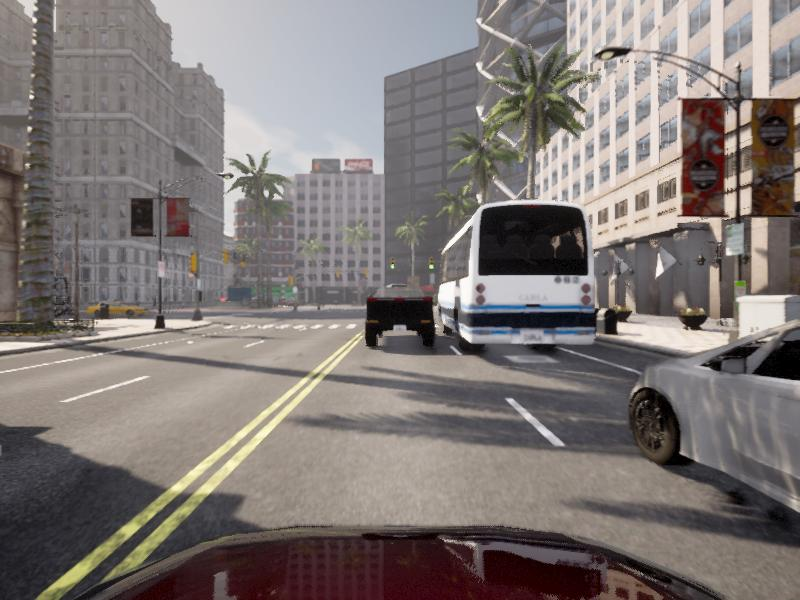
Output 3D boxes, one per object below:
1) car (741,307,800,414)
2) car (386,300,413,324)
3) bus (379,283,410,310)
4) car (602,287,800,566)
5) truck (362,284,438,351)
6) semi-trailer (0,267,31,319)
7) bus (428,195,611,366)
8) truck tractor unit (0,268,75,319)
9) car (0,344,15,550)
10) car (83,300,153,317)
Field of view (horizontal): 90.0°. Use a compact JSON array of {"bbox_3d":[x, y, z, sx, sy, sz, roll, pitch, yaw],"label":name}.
[{"bbox_3d":[6.690,0.852,4.155,2.163,1.488,4.792,0,0,-1],"label":"car"},{"bbox_3d":[-0.011,0.792,29.216,1.801,1.575,5.366,0,0,0],"label":"car"},{"bbox_3d":[-1.107,-0.559,70.727,3.944,4.253,10.273,1,0,-9],"label":"bus"},{"bbox_3d":[3.512,0.755,2.414,2.242,1.667,4.611,0,0,0],"label":"car"},{"bbox_3d":[-0.005,0.537,15.645,2.390,2.098,6.274,0,0,0],"label":"truck"},{"bbox_3d":[-40.790,-0.629,35.090,14.254,4.402,2.717,0,0,0],"label":"semi-trailer"},{"bbox_3d":[3.311,-0.533,15.107,3.944,4.253,10.273,0,1,1],"label":"bus"},{"bbox_3d":[-32.881,-0.532,34.991,6.516,4.208,3.053,0,0,3],"label":"truck tractor unit"},{"bbox_3d":[-3.499,0.944,0.293,1.895,1.301,4.718,0,0,0],"label":"car"},{"bbox_3d":[-26.660,0.789,37.980,5.366,1.575,1.801,0,0,0],"label":"car"}]
